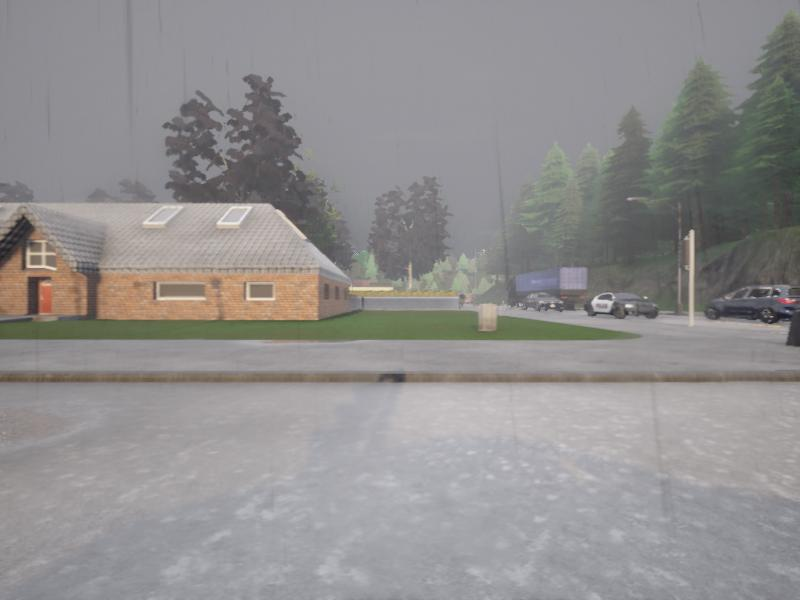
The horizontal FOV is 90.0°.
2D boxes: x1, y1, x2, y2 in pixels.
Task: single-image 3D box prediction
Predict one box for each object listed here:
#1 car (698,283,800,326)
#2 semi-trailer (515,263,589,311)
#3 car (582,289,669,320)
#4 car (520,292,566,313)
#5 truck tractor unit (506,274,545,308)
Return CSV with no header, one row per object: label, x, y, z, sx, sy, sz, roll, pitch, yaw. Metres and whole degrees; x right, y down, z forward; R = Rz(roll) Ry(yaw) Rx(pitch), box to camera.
car,16.340,0.178,18.124,2.242,1.667,4.611,0,0,0
semi-trailer,16.228,-1.199,44.452,2.717,4.402,14.254,0,0,0
car,12.324,0.241,22.358,2.038,1.542,4.974,0,0,0
car,12.280,0.195,34.659,2.152,1.651,5.027,0,0,0
truck tractor unit,16.221,-1.098,52.368,3.053,4.208,6.516,0,0,0
